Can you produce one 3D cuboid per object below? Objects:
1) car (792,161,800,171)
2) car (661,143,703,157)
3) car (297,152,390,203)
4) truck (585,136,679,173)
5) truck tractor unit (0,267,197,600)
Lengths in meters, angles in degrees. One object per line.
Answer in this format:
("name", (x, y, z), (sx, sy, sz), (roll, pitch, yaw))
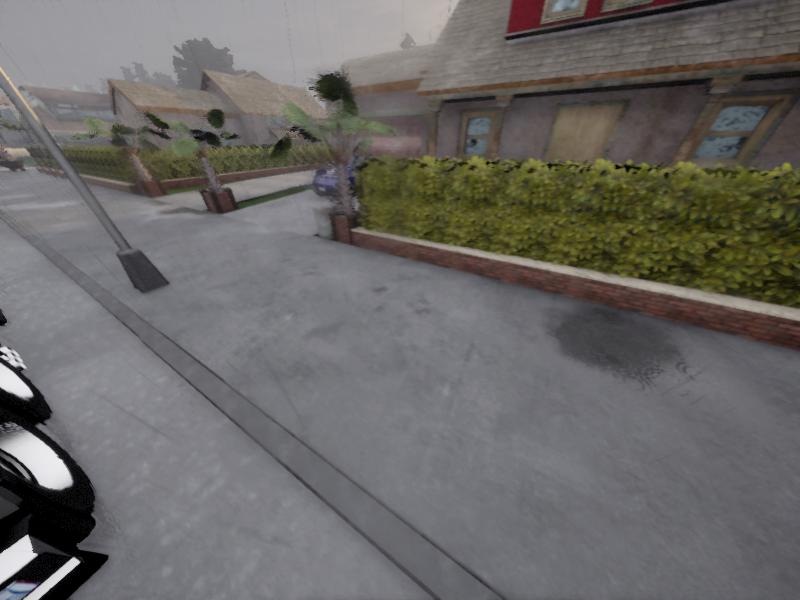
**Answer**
("car", (32.308, -9.942, 16.850), (1.895, 1.301, 4.718), (19, 39, 25))
("car", (41.107, -21.858, 33.684), (3.705, 1.549, 1.789), (-7, 36, -9))
("car", (-2.147, -5.425, 9.969), (1.845, 1.501, 3.633), (16, 38, 22))
("truck", (17.736, -11.481, 18.086), (4.478, 2.038, 2.069), (20, 40, 23))
("truck tractor unit", (-5.119, -0.290, 0.781), (6.516, 4.208, 3.053), (18, 39, 24))
